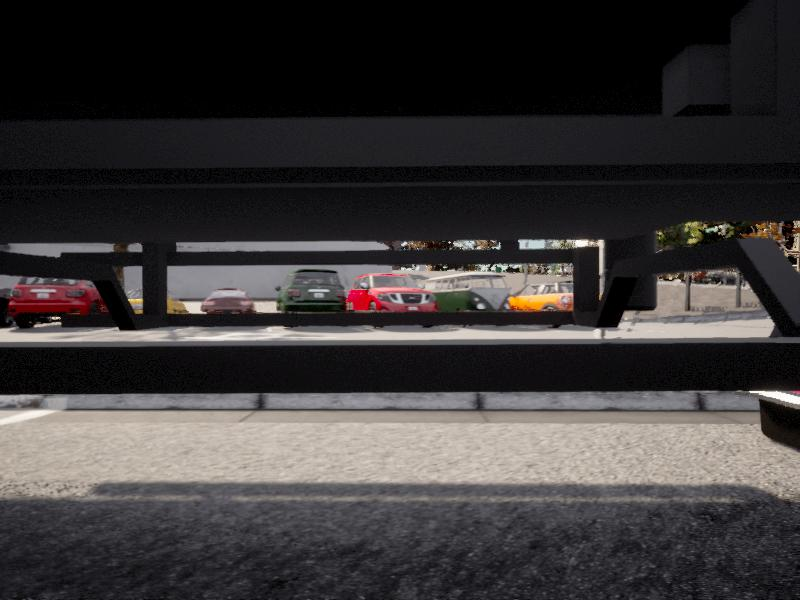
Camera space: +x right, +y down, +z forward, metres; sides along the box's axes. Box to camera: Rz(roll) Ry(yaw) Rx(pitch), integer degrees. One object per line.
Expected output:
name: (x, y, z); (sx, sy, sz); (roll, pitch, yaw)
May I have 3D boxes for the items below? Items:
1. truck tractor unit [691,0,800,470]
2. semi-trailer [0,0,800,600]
truck tractor unit: (5.592, -1.124, 1.647); (6.516, 4.208, 3.053); (0, 0, 1)
semi-trailer: (-2.321, -1.218, 1.700); (14.254, 4.402, 2.717); (0, 0, 0)
